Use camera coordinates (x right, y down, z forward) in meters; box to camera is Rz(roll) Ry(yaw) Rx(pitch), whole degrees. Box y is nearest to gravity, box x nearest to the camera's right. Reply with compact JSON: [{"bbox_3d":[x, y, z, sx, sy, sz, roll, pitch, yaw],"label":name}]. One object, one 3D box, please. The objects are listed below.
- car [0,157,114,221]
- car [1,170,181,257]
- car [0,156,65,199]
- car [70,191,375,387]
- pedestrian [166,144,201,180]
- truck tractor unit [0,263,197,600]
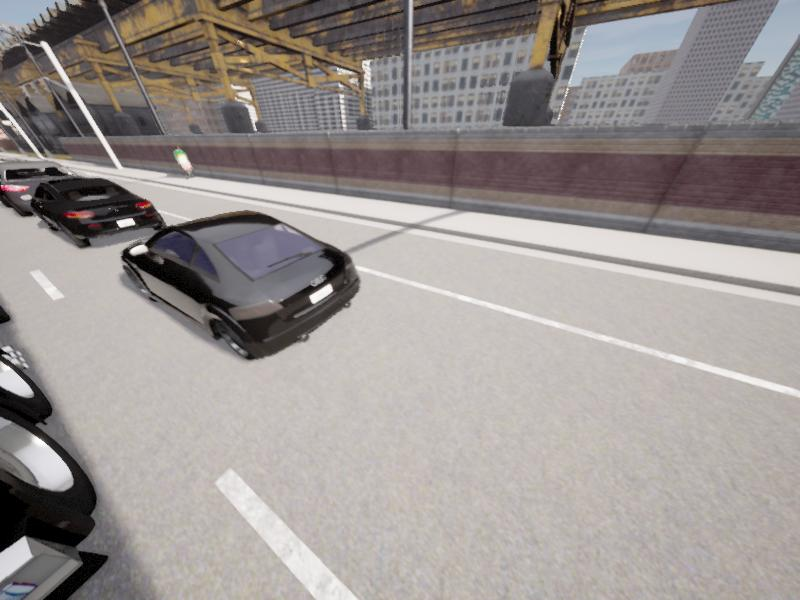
[{"bbox_3d":[-14.413,-4.622,9.244,4.611,1.667,2.242,18,39,24],"label":"car"},{"bbox_3d":[-8.920,-2.731,6.695,4.674,1.442,1.812,18,39,24],"label":"car"},{"bbox_3d":[-20.764,-6.632,12.307,4.902,1.511,2.128,18,39,24],"label":"car"},{"bbox_3d":[-2.743,-0.679,3.779,4.181,1.385,1.994,18,39,24],"label":"car"},{"bbox_3d":[-13.519,-8.620,14.470,0.751,1.860,0.751,18,39,24],"label":"pedestrian"},{"bbox_3d":[-5.120,-0.288,0.790,6.516,4.208,3.053,18,39,24],"label":"truck tractor unit"}]
